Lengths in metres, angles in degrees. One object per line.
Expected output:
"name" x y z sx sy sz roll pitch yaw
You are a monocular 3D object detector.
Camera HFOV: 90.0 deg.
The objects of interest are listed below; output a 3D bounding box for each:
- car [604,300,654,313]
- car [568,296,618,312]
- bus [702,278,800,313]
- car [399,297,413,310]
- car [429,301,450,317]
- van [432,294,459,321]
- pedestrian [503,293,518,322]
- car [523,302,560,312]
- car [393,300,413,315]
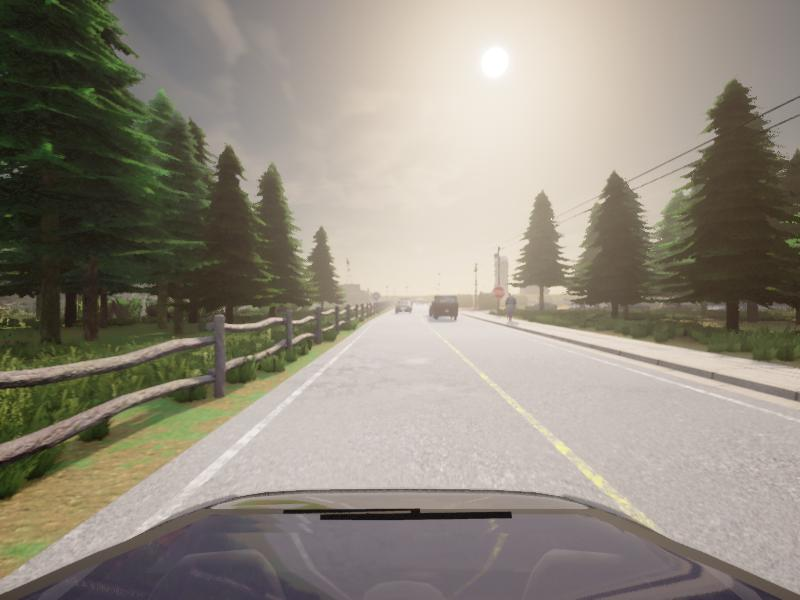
"car" 28.634 0.779 50.211 5.027 1.651 2.152 0 0 -1
"car" 25.819 0.565 53.635 5.566 2.045 2.150 0 0 -1
"bus" 44.863 -0.534 50.644 10.273 4.253 3.944 0 0 -1
"car" 1.034 0.519 67.207 2.150 2.045 5.566 0 0 2
"car" 3.771 0.813 38.669 1.837 1.490 4.892 0 0 3
"van" 3.606 0.570 32.445 1.775 1.987 4.442 0 0 1
"pedestrian" 7.121 0.463 25.804 0.751 1.860 0.751 0 0 0
"car" 18.929 0.903 53.504 4.181 1.385 1.994 0 0 -2
"car" 0.408 0.800 44.971 2.128 1.511 4.902 0 0 2
